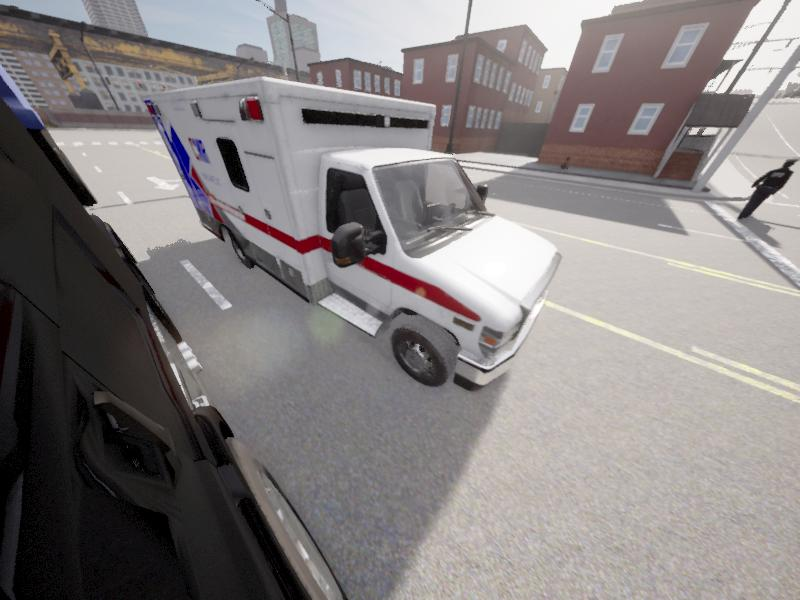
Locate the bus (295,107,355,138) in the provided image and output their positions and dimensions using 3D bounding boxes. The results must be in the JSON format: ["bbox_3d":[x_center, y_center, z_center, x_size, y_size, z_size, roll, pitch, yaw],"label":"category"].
[{"bbox_3d":[-14.063,-34.267,44.892,3.944,4.253,10.273,28,43,30],"label":"bus"}]

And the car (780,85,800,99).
[{"bbox_3d":[57.717,-29.941,33.220,1.895,1.301,4.718,28,46,30],"label":"car"}]

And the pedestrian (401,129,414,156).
[{"bbox_3d":[0.620,-13.628,20.015,0.751,1.860,0.751,27,43,29],"label":"pedestrian"}]

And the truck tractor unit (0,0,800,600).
[{"bbox_3d":[-2.645,-0.295,0.352,6.516,4.208,3.053,28,44,30],"label":"truck tractor unit"}]

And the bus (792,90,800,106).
[{"bbox_3d":[48.985,-23.699,24.996,3.944,4.253,10.273,28,56,30],"label":"bus"}]

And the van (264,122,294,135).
[{"bbox_3d":[-23.475,-33.351,44.969,1.775,1.987,4.442,28,44,30],"label":"van"}]

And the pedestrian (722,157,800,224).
[{"bbox_3d":[12.133,-3.622,7.661,0.751,1.860,0.751,-20,42,-27],"label":"pedestrian"}]

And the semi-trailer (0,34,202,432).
[{"bbox_3d":[-8.744,-3.583,4.169,14.254,4.402,2.717,28,43,29],"label":"semi-trailer"}]

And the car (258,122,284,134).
[{"bbox_3d":[-26.044,-34.824,46.849,1.905,1.878,3.866,28,44,30],"label":"car"}]

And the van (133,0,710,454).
[{"bbox_3d":[-1.070,-1.487,3.538,6.366,2.431,2.351,28,44,30],"label":"van"}]
